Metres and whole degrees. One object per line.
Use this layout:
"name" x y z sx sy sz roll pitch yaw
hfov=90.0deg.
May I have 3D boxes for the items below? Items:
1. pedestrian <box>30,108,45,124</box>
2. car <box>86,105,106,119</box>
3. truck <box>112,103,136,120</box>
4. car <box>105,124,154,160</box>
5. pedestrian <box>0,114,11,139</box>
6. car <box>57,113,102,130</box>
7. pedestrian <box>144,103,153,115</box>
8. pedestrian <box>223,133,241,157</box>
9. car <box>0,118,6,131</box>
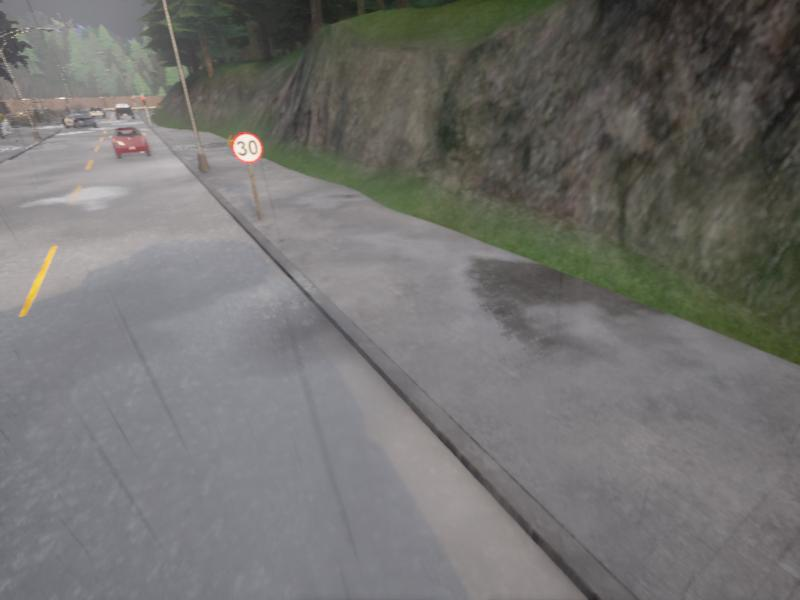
"pedestrian" -48.560 -24.638 53.616 0.751 1.860 0.751 -8 28 -13
"car" -51.196 -31.714 67.466 1.932 1.855 4.605 -17 32 -27
"truck" -43.096 -29.433 62.457 2.390 2.098 6.274 -17 32 -27
"car" -15.710 -9.256 23.256 1.845 1.501 3.633 -17 31 -27
"pedestrian" -33.652 -14.518 33.563 0.751 1.860 0.751 -17 31 -27
"car" -36.404 -20.359 45.462 4.974 1.542 2.038 16 33 30
"pedestrian" -45.624 -34.676 72.545 0.751 1.860 0.751 -9 29 -13
"pedestrian" -8.703 -8.022 20.726 0.500 1.100 0.500 22 36 37
"car" -47.350 -19.339 44.072 5.027 1.651 2.152 -18 32 -27
